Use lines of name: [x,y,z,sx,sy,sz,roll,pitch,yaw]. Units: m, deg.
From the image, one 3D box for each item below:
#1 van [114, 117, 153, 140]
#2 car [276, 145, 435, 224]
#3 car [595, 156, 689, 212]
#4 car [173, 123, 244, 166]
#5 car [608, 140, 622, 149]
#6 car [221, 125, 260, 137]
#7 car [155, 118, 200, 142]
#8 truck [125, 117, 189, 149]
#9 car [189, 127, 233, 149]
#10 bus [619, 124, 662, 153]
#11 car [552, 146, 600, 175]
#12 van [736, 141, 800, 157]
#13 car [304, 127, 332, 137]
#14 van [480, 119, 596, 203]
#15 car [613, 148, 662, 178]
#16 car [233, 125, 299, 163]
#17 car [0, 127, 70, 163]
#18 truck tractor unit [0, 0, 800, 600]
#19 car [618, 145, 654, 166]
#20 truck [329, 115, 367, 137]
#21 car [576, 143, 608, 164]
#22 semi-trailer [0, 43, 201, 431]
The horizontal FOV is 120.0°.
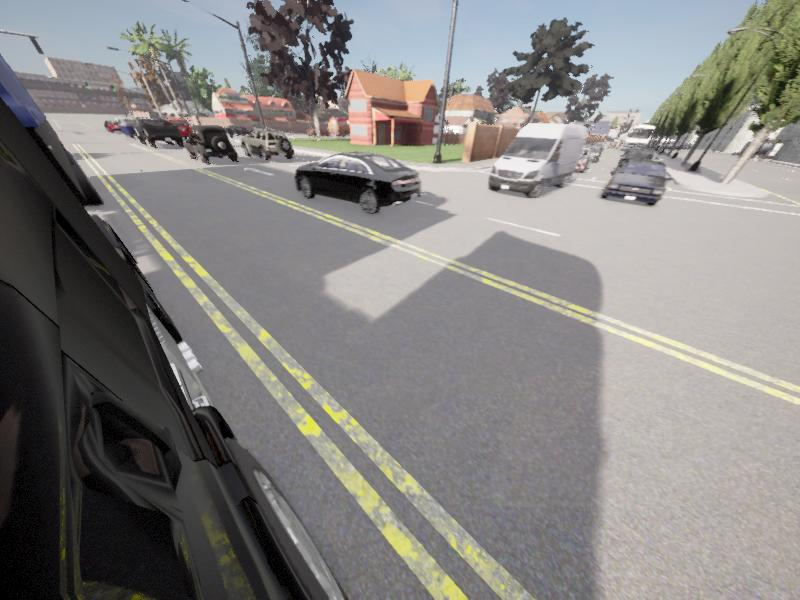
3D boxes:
van: [-30.880,-19.857,26.759,4.442,1.987,1.775,28,44,30]
car: [-1.568,-4.147,7.849,4.902,1.511,2.128,23,42,26]
car: [10.697,-5.461,10.434,2.033,1.411,5.357,28,44,30]
car: [-11.952,-9.769,14.451,3.866,1.878,1.905,28,44,29]
car: [51.401,-37.168,55.185,1.882,1.535,5.008,28,43,30]
car: [-26.947,-28.588,39.117,1.837,1.490,4.892,26,43,28]
car: [-26.577,-20.326,27.597,5.566,2.045,2.150,28,44,30]
truck: [-22.081,-15.219,20.975,6.274,2.098,2.390,28,44,30]
car: [-18.287,-15.690,22.352,3.806,1.475,1.970,28,44,30]
bus: [48.013,-32.453,46.404,3.944,4.253,10.273,28,43,30]
car: [13.067,-10.414,17.141,1.970,1.475,3.806,28,43,30]
van: [73.141,-30.122,46.060,6.366,2.431,2.351,25,42,32]
car: [-17.282,-35.583,48.939,2.152,1.651,5.027,27,43,29]
van: [6.394,-6.437,10.532,5.915,2.561,1.988,-29,47,-35]
car: [17.660,-10.332,17.288,1.837,1.490,4.892,28,43,30]
car: [-9.571,-11.184,16.501,4.605,1.855,1.932,29,44,30]
car: [-20.986,-8.880,13.159,4.181,1.385,1.994,28,44,30]
truck tractor unit: [-2.645,-0.295,0.351,6.516,4.208,3.053,28,44,30]
car: [24.432,-15.066,24.004,2.007,1.525,4.514,28,43,30]
truck: [-11.947,-40.301,53.733,2.891,3.827,8.468,27,43,29]
car: [19.742,-15.095,23.746,1.789,1.549,3.705,28,43,30]
semi-trailer: [-8.703,-3.588,4.243,14.254,4.402,2.717,28,44,30]
